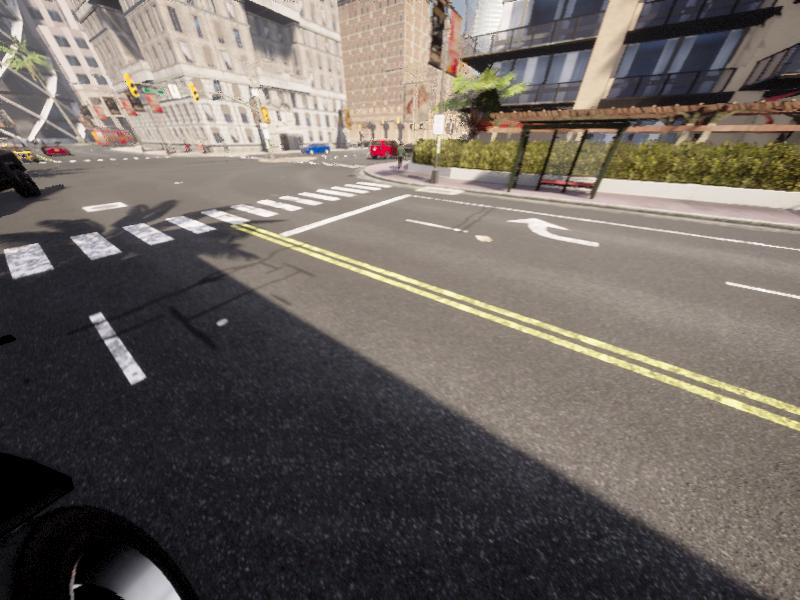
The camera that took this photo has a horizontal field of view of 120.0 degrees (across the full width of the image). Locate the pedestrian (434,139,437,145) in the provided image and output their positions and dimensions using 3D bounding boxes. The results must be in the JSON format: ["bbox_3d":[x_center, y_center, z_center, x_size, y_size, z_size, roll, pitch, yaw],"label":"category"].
[{"bbox_3d":[12.917,-57.539,84.158,0.751,1.860,0.751,21,40,27],"label":"pedestrian"}]

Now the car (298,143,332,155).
[{"bbox_3d":[-13.515,-24.295,37.077,1.882,1.535,5.008,21,40,27],"label":"car"}]

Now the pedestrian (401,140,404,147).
[{"bbox_3d":[0.757,-46.419,68.442,0.751,1.860,0.751,-27,44,-33],"label":"pedestrian"}]

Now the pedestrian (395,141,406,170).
[{"bbox_3d":[0.037,-11.537,18.450,0.751,1.860,0.751,6,35,8],"label":"pedestrian"}]

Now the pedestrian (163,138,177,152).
[{"bbox_3d":[-37.463,-25.313,37.684,0.751,1.860,0.751,20,40,26],"label":"pedestrian"}]

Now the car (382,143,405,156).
[{"bbox_3d":[-0.958,-23.186,35.618,1.789,1.549,3.705,21,40,27],"label":"car"}]

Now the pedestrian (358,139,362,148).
[{"bbox_3d":[-10.188,-40.101,59.054,0.751,1.860,0.751,10,36,14],"label":"pedestrian"}]

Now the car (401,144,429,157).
[{"bbox_3d":[2.314,-22.345,34.505,1.837,1.490,4.892,21,40,27],"label":"car"}]

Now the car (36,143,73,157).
[{"bbox_3d":[-47.047,-20.471,31.416,4.181,1.385,1.994,21,40,27],"label":"car"}]

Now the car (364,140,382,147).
[{"bbox_3d":[-7.873,-45.384,67.081,4.611,1.667,2.242,20,39,25],"label":"car"}]

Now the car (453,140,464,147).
[{"bbox_3d":[20.016,-53.579,78.887,1.905,1.878,3.866,21,40,27],"label":"car"}]

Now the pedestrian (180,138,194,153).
[{"bbox_3d":[-32.939,-23.862,35.664,0.751,1.860,0.751,22,40,28],"label":"pedestrian"}]

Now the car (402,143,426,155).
[{"bbox_3d":[2.436,-26.126,39.868,2.007,1.525,4.514,21,40,27],"label":"car"}]

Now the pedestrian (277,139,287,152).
[{"bbox_3d":[-19.984,-26.143,39.055,0.751,1.860,0.751,24,41,30],"label":"pedestrian"}]

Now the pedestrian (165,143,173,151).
[{"bbox_3d":[-40.935,-27.174,40.961,0.500,1.100,0.500,21,40,27],"label":"pedestrian"}]

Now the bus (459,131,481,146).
[{"bbox_3d":[25.934,-59.568,85.407,3.944,4.253,10.273,21,40,27],"label":"bus"}]

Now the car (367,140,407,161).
[{"bbox_3d":[-1.537,-19.205,29.508,2.150,2.045,5.566,21,40,26],"label":"car"}]

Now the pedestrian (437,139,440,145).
[{"bbox_3d":[15.206,-62.475,91.217,0.751,1.860,0.751,21,40,27],"label":"pedestrian"}]

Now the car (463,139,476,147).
[{"bbox_3d":[23.368,-52.899,77.808,2.150,2.045,5.566,21,40,27],"label":"car"}]

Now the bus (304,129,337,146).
[{"bbox_3d":[-26.304,-53.493,76.200,10.273,4.253,3.944,21,40,27],"label":"bus"}]

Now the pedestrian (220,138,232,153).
[{"bbox_3d":[-26.889,-23.779,35.610,0.751,1.860,0.751,-28,44,-34],"label":"pedestrian"}]

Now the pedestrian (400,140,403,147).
[{"bbox_3d":[0.414,-46.727,68.877,0.751,1.860,0.751,25,42,30],"label":"pedestrian"}]

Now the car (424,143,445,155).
[{"bbox_3d":[5.792,-25.411,38.815,1.851,1.617,3.988,21,40,26],"label":"car"}]

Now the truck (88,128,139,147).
[{"bbox_3d":[-74.688,-42.617,60.546,2.891,3.827,8.468,-4,35,-7],"label":"truck"}]

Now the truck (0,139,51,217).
[{"bbox_3d":[-15.739,-4.184,7.900,2.390,2.098,6.274,-25,43,-31],"label":"truck"}]

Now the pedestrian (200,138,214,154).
[{"bbox_3d":[-27.636,-22.007,33.077,0.751,1.860,0.751,-30,45,-35],"label":"pedestrian"}]

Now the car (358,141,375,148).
[{"bbox_3d":[-9.361,-43.437,64.417,4.514,1.525,2.007,21,40,26],"label":"car"}]

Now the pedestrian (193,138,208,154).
[{"bbox_3d":[-29.037,-22.380,33.593,0.751,1.860,0.751,16,38,21],"label":"pedestrian"}]

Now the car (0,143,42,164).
[{"bbox_3d":[-38.191,-14.669,23.055,5.366,1.575,1.801,21,40,27],"label":"car"}]

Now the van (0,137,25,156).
[{"bbox_3d":[-54.159,-21.147,31.761,4.442,1.987,1.775,23,41,28],"label":"van"}]
